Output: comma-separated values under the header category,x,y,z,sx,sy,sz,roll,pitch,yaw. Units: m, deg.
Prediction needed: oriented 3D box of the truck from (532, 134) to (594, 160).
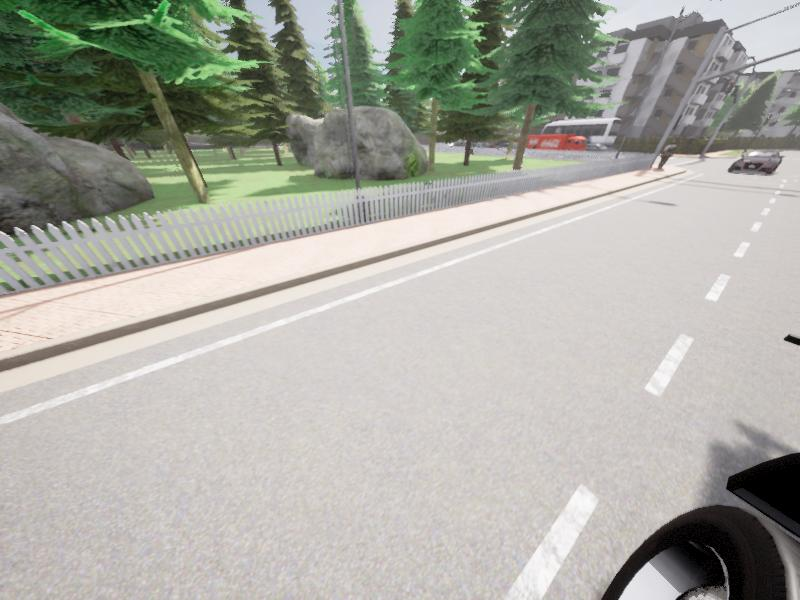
category,x,y,z,sx,sy,sz,roll,pitch,yaw
truck,20.048,-19.075,28.733,2.627,2.467,5.204,-21,40,-26

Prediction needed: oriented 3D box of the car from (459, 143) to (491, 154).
category,x,y,z,sx,sy,sz,roll,pitch,yaw
car,12.473,-25.366,38.581,1.837,1.490,4.892,-21,40,-26

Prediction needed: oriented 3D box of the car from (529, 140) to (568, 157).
category,x,y,z,sx,sy,sz,roll,pitch,yaw
car,21.014,-21.682,32.935,1.905,1.878,3.866,-21,40,-26

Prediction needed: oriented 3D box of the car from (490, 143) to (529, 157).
category,x,y,z,sx,sy,sz,roll,pitch,yaw
car,16.044,-22.212,34.071,1.837,1.490,4.892,-21,40,-26

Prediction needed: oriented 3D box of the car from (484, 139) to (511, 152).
category,x,y,z,sx,sy,sz,roll,pitch,yaw
car,17.736,-28.279,42.336,1.905,1.878,3.866,-21,40,-26

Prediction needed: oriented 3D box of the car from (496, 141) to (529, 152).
category,x,y,z,sx,sy,sz,roll,pitch,yaw
car,21.037,-28.937,43.516,1.801,1.575,5.366,-21,40,-26

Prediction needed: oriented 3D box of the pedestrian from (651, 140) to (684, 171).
category,x,y,z,sx,sy,sz,roll,pitch,yaw
pedestrian,19.567,-10.606,16.927,0.751,1.860,0.751,-22,40,-27

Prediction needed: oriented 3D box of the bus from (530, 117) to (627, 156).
category,x,y,z,sx,sy,sz,roll,pitch,yaw
bus,26.606,-24.980,35.528,3.944,4.253,10.273,-21,40,-26

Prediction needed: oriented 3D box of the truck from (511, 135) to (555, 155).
category,x,y,z,sx,sy,sz,roll,pitch,yaw
truck,21.419,-25.260,37.514,2.627,2.467,5.204,-21,40,-26

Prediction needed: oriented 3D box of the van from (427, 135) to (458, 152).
category,x,y,z,sx,sy,sz,roll,pitch,yaw
van,7.947,-29.786,43.989,1.988,2.561,5.915,-21,40,-26

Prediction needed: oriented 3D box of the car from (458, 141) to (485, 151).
category,x,y,z,sx,sy,sz,roll,pitch,yaw
car,14.360,-31.117,46.702,1.882,1.535,5.008,-21,40,-26

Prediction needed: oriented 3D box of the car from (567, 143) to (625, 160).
category,x,y,z,sx,sy,sz,roll,pitch,yaw
car,24.324,-18.608,28.870,2.128,1.511,4.902,-21,40,-26

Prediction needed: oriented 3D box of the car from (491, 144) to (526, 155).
category,x,y,z,sx,sy,sz,roll,pitch,yaw
car,17.492,-24.553,37.560,1.895,1.301,4.718,-21,40,-26

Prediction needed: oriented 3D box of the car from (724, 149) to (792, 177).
category,x,y,z,sx,sy,sz,roll,pitch,yaw
car,25.935,-9.996,16.740,4.181,1.385,1.994,-21,40,-27
